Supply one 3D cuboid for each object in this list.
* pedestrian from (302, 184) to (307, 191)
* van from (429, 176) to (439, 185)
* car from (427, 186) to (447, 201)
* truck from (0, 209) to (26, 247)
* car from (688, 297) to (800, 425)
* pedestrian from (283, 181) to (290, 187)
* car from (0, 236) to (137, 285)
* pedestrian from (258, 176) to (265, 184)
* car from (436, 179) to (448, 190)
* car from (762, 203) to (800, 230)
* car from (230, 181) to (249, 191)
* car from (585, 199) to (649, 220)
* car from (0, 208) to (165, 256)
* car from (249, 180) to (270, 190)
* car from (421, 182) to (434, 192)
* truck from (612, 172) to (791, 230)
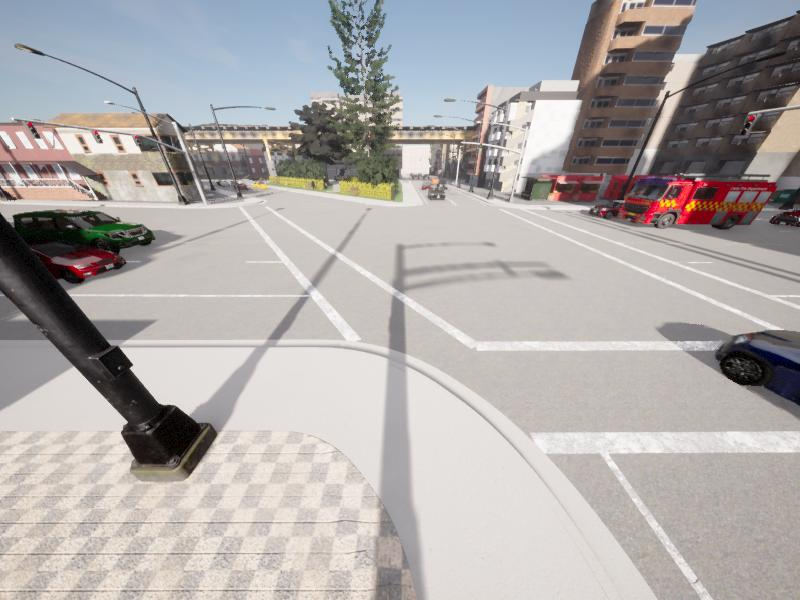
[{"bbox_3d":[-18.323,-21.667,44.395,0.500,1.100,0.500,-25,38,-36],"label":"pedestrian"},{"bbox_3d":[8.996,-31.672,61.181,1.775,1.987,4.442,0,30,0],"label":"van"},{"bbox_3d":[5.324,-15.635,33.769,2.152,1.651,5.027,0,30,1],"label":"car"},{"bbox_3d":[-27.438,-4.591,12.104,8.468,3.827,2.891,1,30,-1],"label":"truck"},{"bbox_3d":[8.561,1.808,3.516,2.242,1.667,4.611,-1,30,-2],"label":"car"},{"bbox_3d":[-25.364,-25.959,51.630,0.751,1.300,0.751,13,32,21],"label":"pedestrian"},{"bbox_3d":[-14.448,-1.704,9.698,4.193,1.474,1.816,0,30,0],"label":"car"},{"bbox_3d":[-36.564,-31.666,60.955,0.751,1.860,0.751,7,31,11],"label":"pedestrian"},{"bbox_3d":[8.927,-24.827,49.441,1.905,1.878,3.866,0,30,0],"label":"car"},{"bbox_3d":[34.076,-6.872,18.936,4.553,1.767,2.097,0,30,-1],"label":"car"},{"bbox_3d":[-32.545,-23.116,46.872,3.806,1.475,1.970,26,39,38],"label":"car"},{"bbox_3d":[20.444,-8.612,21.937,3.806,1.475,1.970,0,30,0],"label":"car"},{"bbox_3d":[-17.093,-3.729,12.607,5.566,2.045,2.150,0,30,0],"label":"car"},{"bbox_3d":[-29.626,-24.186,48.624,5.366,1.575,1.801,26,39,37],"label":"car"},{"bbox_3d":[5.406,-22.703,46.153,2.163,1.488,4.792,0,30,0],"label":"car"},{"bbox_3d":[23.136,-7.864,18.354,8.468,3.827,2.891,0,30,-1],"label":"truck"}]
